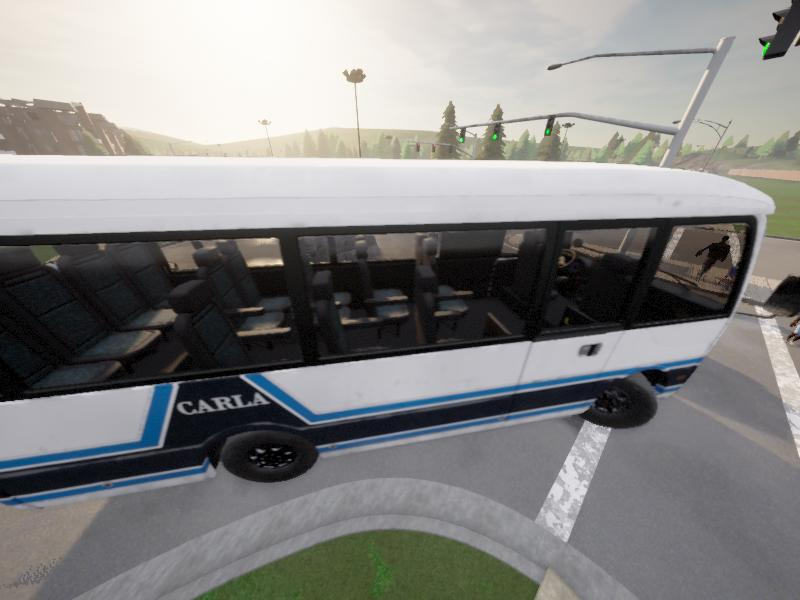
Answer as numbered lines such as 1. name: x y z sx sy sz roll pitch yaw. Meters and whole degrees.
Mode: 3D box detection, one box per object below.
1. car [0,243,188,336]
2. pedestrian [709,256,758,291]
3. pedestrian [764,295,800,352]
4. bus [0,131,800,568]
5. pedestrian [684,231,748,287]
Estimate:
1. car: -10.687 -0.548 7.821 4.892 1.490 1.837 -23 37 -34
2. pedestrian: 12.406 -0.987 8.623 0.500 1.100 0.500 17 34 26
3. pedestrian: 10.597 0.363 5.828 0.751 1.860 0.751 -23 37 -34
4. bus: 0.082 -0.050 4.203 10.273 4.253 3.944 -5 28 -9
5. pedestrian: 12.066 -1.590 8.906 0.751 1.860 0.751 -24 38 -35
